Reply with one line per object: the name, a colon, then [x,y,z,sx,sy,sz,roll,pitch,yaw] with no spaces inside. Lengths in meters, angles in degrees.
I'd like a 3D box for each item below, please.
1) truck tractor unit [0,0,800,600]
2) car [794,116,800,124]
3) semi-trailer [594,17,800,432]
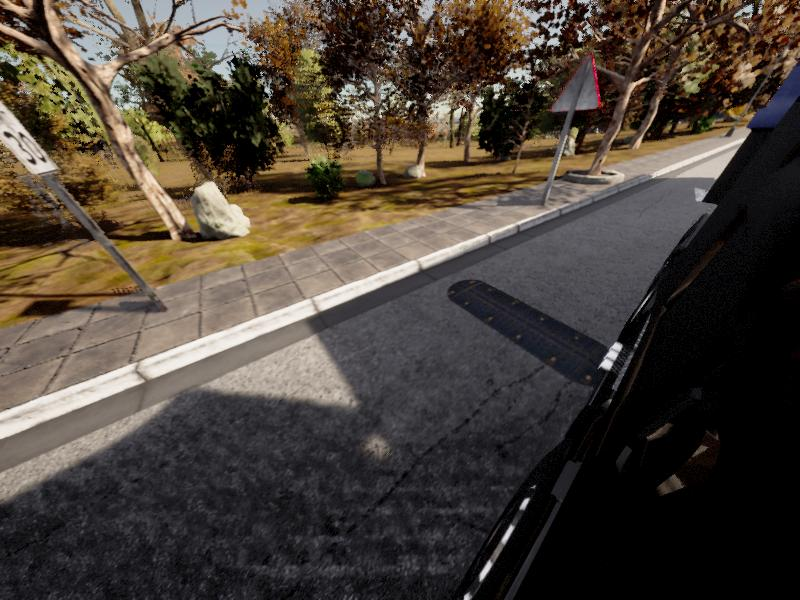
truck tractor unit: [2.645,-0.295,0.352,6.516,4.208,3.053,-28,44,-30]
car: [53.546,-23.803,29.897,4.181,1.385,1.994,-25,42,-25]
semi-trailer: [8.896,-3.471,4.010,14.254,4.402,2.717,-26,43,-27]
